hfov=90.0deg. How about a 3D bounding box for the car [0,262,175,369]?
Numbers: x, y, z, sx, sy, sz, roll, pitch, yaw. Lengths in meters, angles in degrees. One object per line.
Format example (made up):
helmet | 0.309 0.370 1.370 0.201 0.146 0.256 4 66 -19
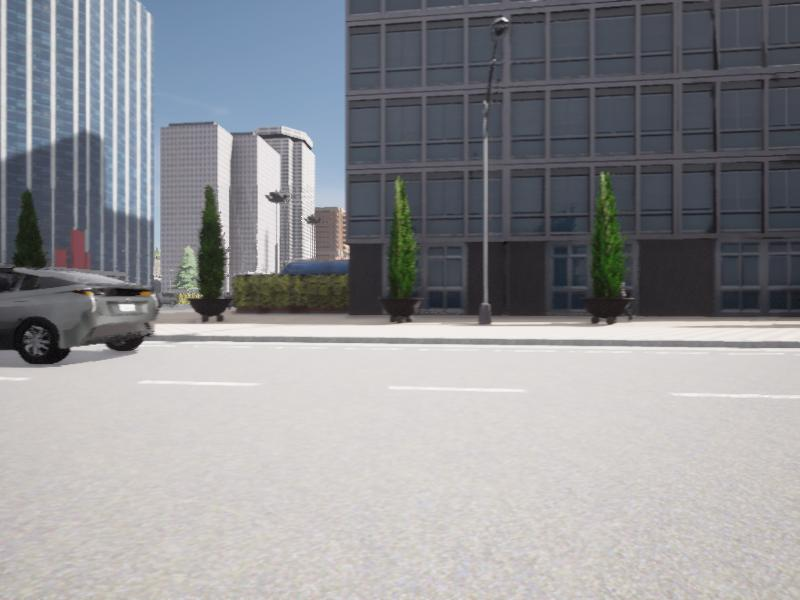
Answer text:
car | -6.691 0.223 6.949 4.514 1.525 2.007 0 0 6

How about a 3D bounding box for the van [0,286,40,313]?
van | -30.404 -0.024 30.398 1.775 1.987 4.442 0 0 5

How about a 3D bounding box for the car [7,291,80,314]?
car | -26.890 0.167 30.361 1.851 1.617 3.988 0 0 5

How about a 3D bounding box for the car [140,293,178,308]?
car | -31.807 0.023 52.939 1.932 1.855 4.605 0 0 5

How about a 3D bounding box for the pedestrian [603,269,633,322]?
pedestrian | 7.932 -0.142 14.563 0.751 1.860 0.751 0 0 -42

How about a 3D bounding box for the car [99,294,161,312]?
car | -23.010 0.249 34.347 1.812 1.442 4.674 0 0 5
